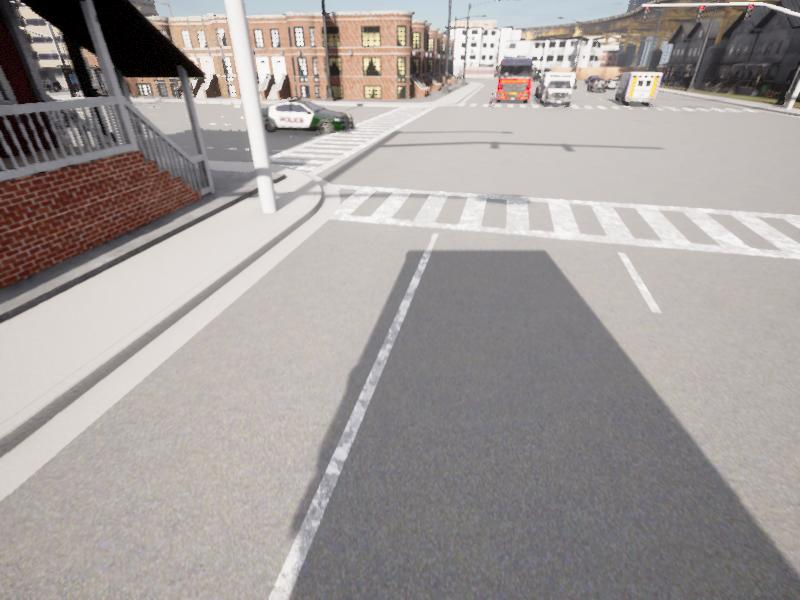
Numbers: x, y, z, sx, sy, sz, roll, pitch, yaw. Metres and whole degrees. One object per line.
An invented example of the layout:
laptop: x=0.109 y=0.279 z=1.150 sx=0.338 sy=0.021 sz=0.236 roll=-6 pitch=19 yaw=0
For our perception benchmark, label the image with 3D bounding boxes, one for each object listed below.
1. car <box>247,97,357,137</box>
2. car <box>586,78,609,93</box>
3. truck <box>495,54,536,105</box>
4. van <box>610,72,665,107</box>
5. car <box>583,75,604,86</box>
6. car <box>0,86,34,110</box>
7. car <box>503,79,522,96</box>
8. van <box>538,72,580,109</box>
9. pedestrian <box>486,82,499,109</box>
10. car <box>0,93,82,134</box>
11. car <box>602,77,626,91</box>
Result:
car: x=-4.934 y=-9.468 z=20.579 sx=4.974 sy=1.542 sz=2.038 roll=6 pitch=31 yaw=11
car: x=24.982 y=-27.236 z=50.730 sx=1.789 sy=1.549 sz=3.705 roll=7 pitch=31 yaw=11
truck: x=10.890 y=-21.065 z=38.024 sx=2.891 sy=3.827 sz=8.468 roll=7 pitch=31 yaw=11
van: x=20.762 y=-18.708 z=35.374 sx=2.351 sy=2.431 sz=6.366 roll=8 pitch=31 yaw=13
car: x=33.154 y=-37.676 z=68.605 sx=1.812 sy=1.442 sz=4.674 roll=3 pitch=31 yaw=6
car: x=-32.853 y=-16.358 z=32.351 sx=5.008 sy=1.535 sz=1.882 roll=7 pitch=31 yaw=11
car: x=13.087 y=-24.797 z=46.673 sx=1.837 sy=1.490 sz=4.892 roll=7 pitch=31 yaw=11
van: x=13.285 y=-17.817 z=33.872 sx=2.351 sy=2.431 sz=6.366 roll=7 pitch=31 yaw=12
pedestrian: x=7.252 y=-16.067 z=31.416 sx=0.751 sy=1.860 sz=0.751 roll=5 pitch=31 yaw=9
car: x=-20.074 y=-10.156 z=21.635 sx=4.611 sy=1.667 sz=2.242 roll=14 pitch=33 yaw=22
car: x=30.151 y=-30.565 z=56.561 sx=1.970 sy=1.475 sz=3.806 roll=7 pitch=31 yaw=11
